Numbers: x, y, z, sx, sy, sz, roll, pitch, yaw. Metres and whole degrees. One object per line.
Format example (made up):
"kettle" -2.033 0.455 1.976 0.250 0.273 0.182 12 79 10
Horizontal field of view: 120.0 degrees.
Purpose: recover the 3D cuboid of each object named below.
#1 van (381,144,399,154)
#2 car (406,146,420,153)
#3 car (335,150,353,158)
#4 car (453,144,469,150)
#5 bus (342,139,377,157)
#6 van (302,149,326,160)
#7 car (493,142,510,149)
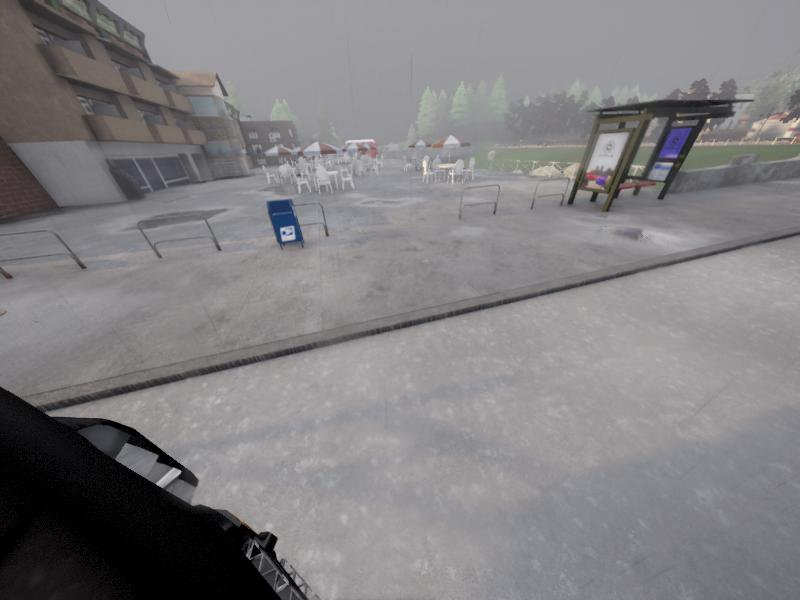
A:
"van" -3.352 -51.301 78.705 5.915 2.561 1.988 -12 35 -13
"car" 4.597 -52.606 80.763 4.553 1.767 2.097 -12 35 -13
"car" -17.501 -45.660 72.192 4.856 1.649 2.033 -12 35 -13
"car" 21.407 -53.695 81.222 4.856 1.649 2.033 -12 35 -13
"bus" -13.335 -49.871 75.822 10.273 4.253 3.944 -12 35 -13
"van" -26.015 -44.232 69.999 6.366 2.431 2.351 -12 35 -13
"car" 37.317 -56.852 84.999 5.027 1.651 2.152 -12 35 -13
